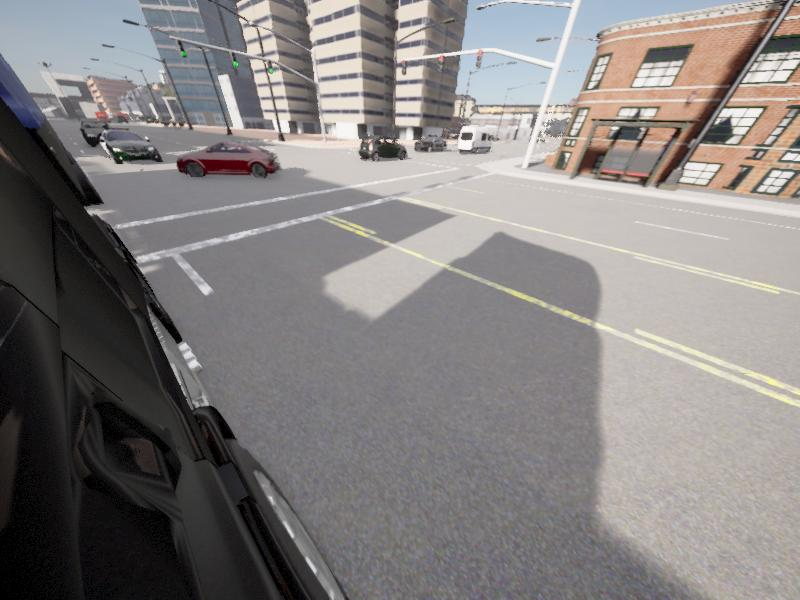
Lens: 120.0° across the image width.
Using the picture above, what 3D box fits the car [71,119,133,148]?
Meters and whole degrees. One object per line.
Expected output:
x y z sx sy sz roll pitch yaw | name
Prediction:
-24.346 -13.589 18.866 4.611 1.667 2.242 28 44 30 | car

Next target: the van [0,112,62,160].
-21.608 -9.415 13.191 4.442 1.987 1.775 31 45 32 | van

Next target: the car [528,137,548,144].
42.054 -48.773 70.577 2.128 1.511 4.902 -16 40 -24 | car

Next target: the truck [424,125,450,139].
12.884 -59.460 81.833 8.468 3.827 2.891 26 42 30 | truck

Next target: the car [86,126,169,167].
-15.673 -8.890 13.263 4.974 1.542 2.038 28 44 30 | car

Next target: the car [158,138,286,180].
-8.019 -6.704 10.971 4.181 1.385 1.994 -4 37 -9 | car

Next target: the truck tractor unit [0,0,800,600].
-2.645 -0.295 0.351 6.516 4.208 3.053 28 44 30 | truck tractor unit

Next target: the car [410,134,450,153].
3.648 -18.420 27.206 1.930 1.638 5.238 28 43 30 | car

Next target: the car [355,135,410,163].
-1.297 -12.143 18.500 3.988 1.617 1.851 -27 46 -33 | car

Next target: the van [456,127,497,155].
9.456 -19.534 28.329 1.988 2.561 5.915 29 44 30 | van

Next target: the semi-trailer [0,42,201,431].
-8.695 -3.608 4.230 14.254 4.402 2.717 28 44 30 | semi-trailer

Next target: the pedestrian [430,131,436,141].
7.313 -36.135 50.869 0.751 1.860 0.751 -22 43 -29 | pedestrian
